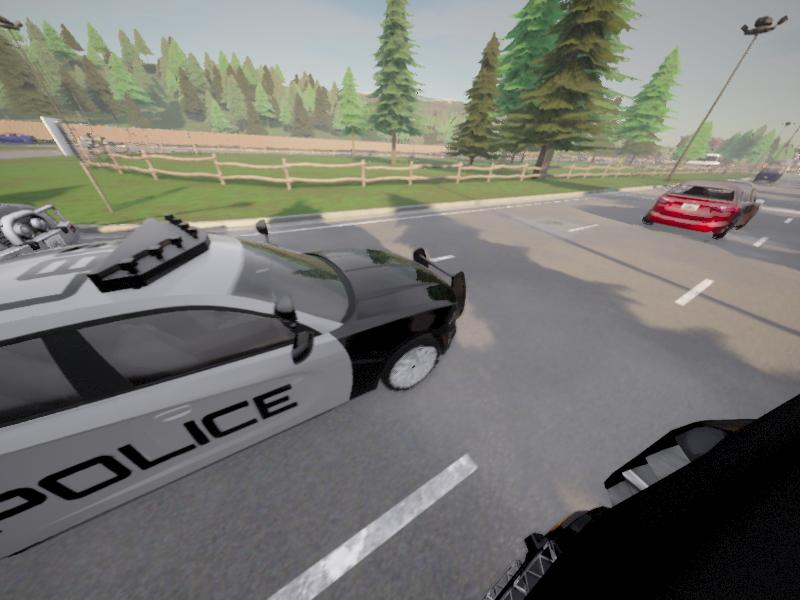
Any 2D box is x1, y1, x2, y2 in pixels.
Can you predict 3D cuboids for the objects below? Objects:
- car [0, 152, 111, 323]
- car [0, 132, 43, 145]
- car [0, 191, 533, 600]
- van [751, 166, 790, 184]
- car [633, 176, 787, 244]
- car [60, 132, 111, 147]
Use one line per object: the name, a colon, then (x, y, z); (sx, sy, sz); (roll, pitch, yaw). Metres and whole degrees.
car: (-7.309, -0.498, 2.462); (4.605, 1.855, 1.932); (-16, 38, -26)
car: (-61.808, -25.844, 36.912); (4.514, 1.525, 2.007); (-16, 38, -26)
car: (-1.595, 0.200, 2.052); (5.238, 1.638, 1.930); (-16, 38, -26)
van: (51.924, -17.528, 32.385); (4.442, 1.987, 1.775); (-16, 38, -26)
car: (11.684, -3.627, 8.769); (4.611, 1.667, 2.242); (-16, 38, -26)
car: (-54.770, -28.053, 40.376); (4.605, 1.855, 1.932); (-16, 38, -26)
